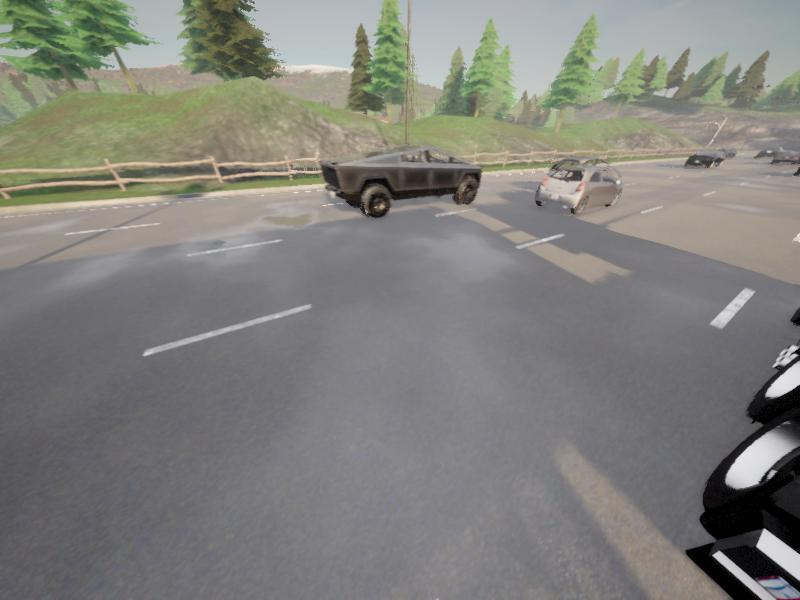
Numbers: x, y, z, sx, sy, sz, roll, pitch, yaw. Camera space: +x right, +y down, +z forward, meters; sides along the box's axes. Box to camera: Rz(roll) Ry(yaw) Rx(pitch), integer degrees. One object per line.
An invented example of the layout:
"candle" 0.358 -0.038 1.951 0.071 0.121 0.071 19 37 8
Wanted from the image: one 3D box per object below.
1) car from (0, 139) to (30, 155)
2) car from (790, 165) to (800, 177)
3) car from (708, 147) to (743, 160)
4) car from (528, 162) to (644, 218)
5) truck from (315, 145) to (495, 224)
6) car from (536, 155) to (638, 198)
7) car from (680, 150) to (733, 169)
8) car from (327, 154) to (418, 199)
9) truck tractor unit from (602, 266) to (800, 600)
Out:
"car" -62.494 -23.458 35.339 5.566 2.045 2.150 -18 39 -24
"car" 34.166 -10.740 18.637 4.718 1.301 1.895 -18 39 -24
"car" 51.865 -23.431 36.845 4.514 1.525 2.007 -18 39 -24
"car" 7.325 -4.509 9.214 3.633 1.501 1.845 -17 39 -24
"truck" 0.341 -4.797 9.066 6.274 2.098 2.390 -18 39 -24
"car" 9.634 -6.519 12.064 3.988 1.617 1.851 -12 37 -17
"car" 32.159 -14.797 24.237 5.008 1.535 1.882 -18 39 -24
"car" -1.321 -6.361 11.729 3.988 1.617 1.851 -18 39 -24
"truck tractor unit" 5.114 -0.297 0.781 6.516 4.208 3.053 -18 39 -24
